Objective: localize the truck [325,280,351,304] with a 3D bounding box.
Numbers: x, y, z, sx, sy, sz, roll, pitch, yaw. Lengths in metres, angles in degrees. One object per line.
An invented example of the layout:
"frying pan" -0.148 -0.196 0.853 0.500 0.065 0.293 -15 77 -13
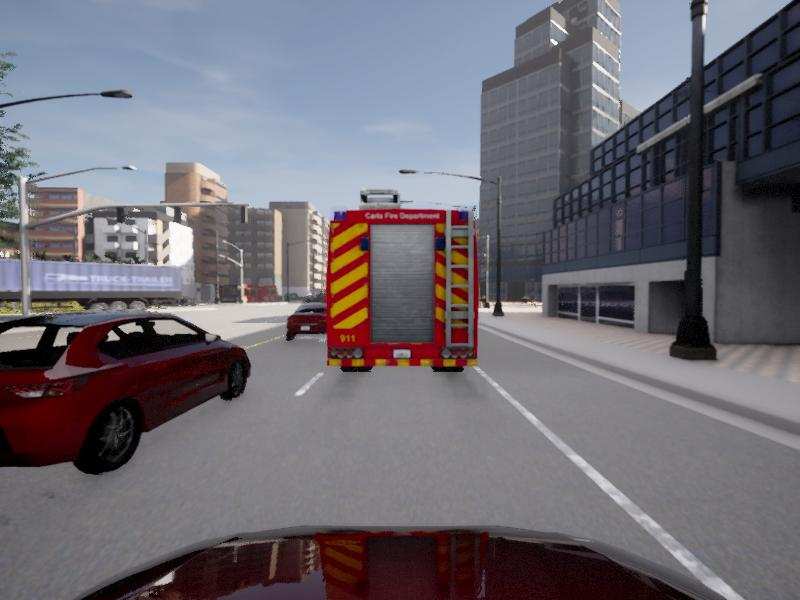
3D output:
"truck" -10.199 -1.340 66.757 2.891 3.827 8.468 0 1 0

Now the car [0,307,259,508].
"car" -3.478 0.871 5.186 1.816 1.474 4.193 0 0 0

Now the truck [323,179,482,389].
"truck" 0.061 -0.308 11.524 2.891 3.827 8.468 0 0 0

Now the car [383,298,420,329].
"car" 0.120 0.716 24.166 2.038 1.542 4.974 0 2 1

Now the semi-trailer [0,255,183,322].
"semi-trailer" -24.398 -0.824 29.824 14.254 4.402 2.717 -2 2 -45

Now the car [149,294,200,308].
"car" -27.567 0.091 49.105 5.027 1.651 2.152 0 1 1

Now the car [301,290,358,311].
"car" -7.318 0.074 41.277 5.566 2.045 2.150 0 0 24

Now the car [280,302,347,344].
"car" -3.428 0.848 16.765 1.812 1.442 4.674 0 0 0

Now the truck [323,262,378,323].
"truck" -3.370 -0.557 29.501 2.891 3.827 8.468 0 1 0
